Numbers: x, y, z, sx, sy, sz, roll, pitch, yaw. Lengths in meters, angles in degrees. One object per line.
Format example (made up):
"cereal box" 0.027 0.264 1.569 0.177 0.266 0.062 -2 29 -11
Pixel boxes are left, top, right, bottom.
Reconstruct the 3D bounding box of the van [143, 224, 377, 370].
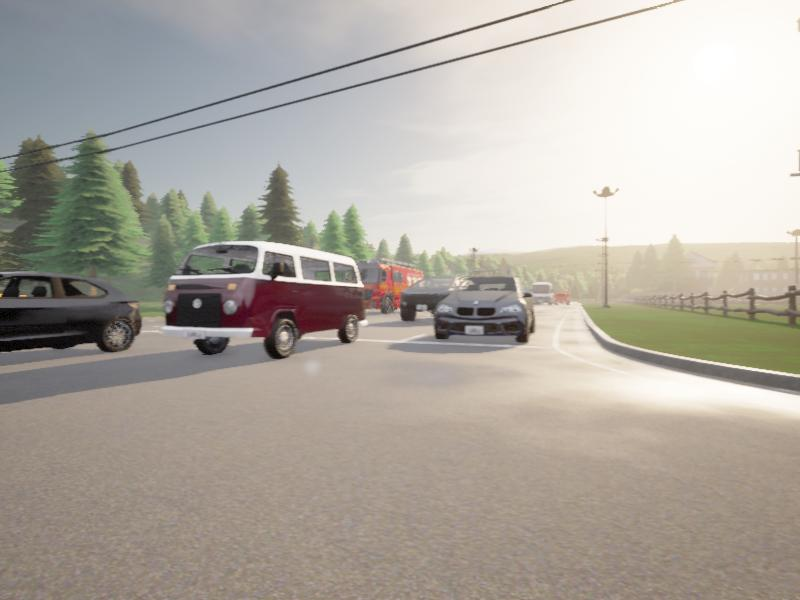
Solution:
"van" -2.301 -0.027 8.048 2.069 2.038 4.480 0 0 20

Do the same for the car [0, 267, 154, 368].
"car" -6.555 0.259 6.469 1.816 1.474 4.193 0 0 19

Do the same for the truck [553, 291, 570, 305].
"truck" 28.367 -0.319 70.260 2.627 2.467 5.204 0 0 24

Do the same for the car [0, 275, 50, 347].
"car" -9.954 0.231 7.355 1.882 1.535 5.008 0 0 19

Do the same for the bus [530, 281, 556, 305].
"bus" 27.296 -1.214 76.216 3.944 4.253 10.273 0 0 24

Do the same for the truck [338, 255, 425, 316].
"truck" -1.015 -0.936 29.600 2.891 3.827 8.468 0 0 24

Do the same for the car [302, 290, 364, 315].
"car" -4.806 0.170 29.658 2.152 1.651 5.027 0 0 24

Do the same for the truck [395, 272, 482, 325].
"truck" 2.111 -0.073 19.299 2.390 2.098 6.274 0 0 23

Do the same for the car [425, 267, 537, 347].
"car" 2.452 0.148 10.865 2.242 1.667 4.611 0 0 21
